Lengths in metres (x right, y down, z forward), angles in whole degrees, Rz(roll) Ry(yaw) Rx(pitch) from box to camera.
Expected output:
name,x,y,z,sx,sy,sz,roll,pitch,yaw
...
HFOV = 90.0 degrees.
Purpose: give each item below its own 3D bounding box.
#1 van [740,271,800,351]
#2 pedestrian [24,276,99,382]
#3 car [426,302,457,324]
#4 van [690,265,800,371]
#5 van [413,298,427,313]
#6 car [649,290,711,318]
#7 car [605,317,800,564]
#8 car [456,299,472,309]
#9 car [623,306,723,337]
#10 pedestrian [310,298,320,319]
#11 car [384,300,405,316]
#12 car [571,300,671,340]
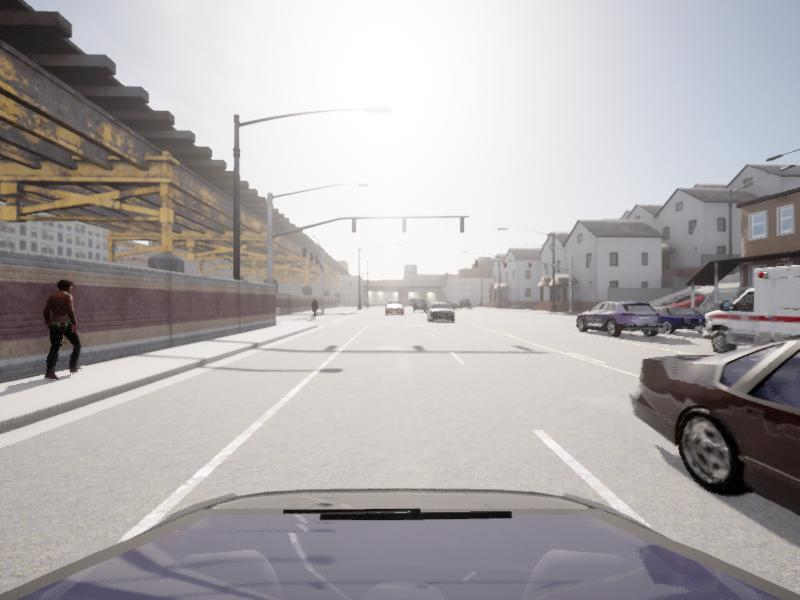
name,x,y,z,sx,sy,sz,roll,pitch,yaw
van,13.818,0.358,12.106,1.988,2.561,5.915,0,0,-1
pedestrian,-6.215,0.508,7.387,0.751,1.860,0.751,0,0,-3
car,3.087,0.935,30.837,1.837,1.490,4.892,0,0,-1
van,10.367,0.406,9.431,2.351,2.431,6.366,0,0,-1
van,2.754,0.761,56.579,1.775,1.987,4.442,0,0,-1
car,27.789,0.396,39.776,4.514,1.525,2.007,-15,0,-2
car,3.461,0.903,2.046,2.033,1.411,5.357,0,0,-1
car,12.935,0.804,81.288,2.150,2.045,5.566,0,0,-1
car,13.620,1.003,20.390,1.895,1.301,4.718,0,0,0
pedestrian,-7.408,0.739,34.919,0.751,1.860,0.751,0,0,-1
car,-0.607,0.889,45.743,2.242,1.667,4.611,0,0,-1
car,10.240,0.834,19.066,2.033,1.649,4.856,0,0,-1
